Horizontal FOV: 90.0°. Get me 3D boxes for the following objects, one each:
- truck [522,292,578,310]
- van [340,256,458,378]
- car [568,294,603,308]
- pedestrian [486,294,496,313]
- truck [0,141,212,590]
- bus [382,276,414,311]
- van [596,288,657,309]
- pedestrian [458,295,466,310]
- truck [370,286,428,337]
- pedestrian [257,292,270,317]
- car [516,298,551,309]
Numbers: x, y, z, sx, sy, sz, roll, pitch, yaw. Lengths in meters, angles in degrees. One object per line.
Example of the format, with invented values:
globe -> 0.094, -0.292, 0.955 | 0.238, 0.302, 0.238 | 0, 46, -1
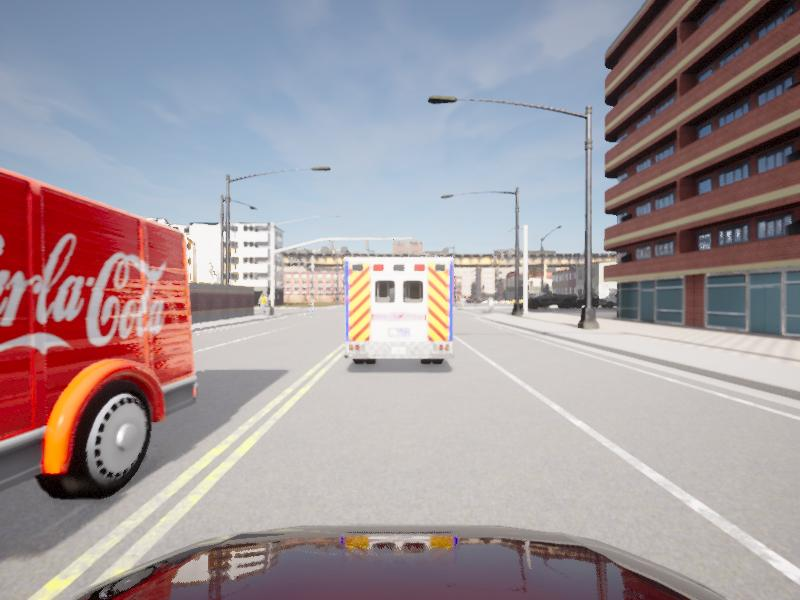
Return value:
truck -> 19.101, 0.130, 51.229 | 6.274, 2.098, 2.390 | -1, 0, 1
van -> -0.026, 0.322, 11.141 | 2.351, 2.431, 6.366 | 0, 0, 0
car -> 25.300, 0.129, 54.618 | 3.866, 1.878, 1.905 | -1, 0, 1
pedestrian -> 9.031, 0.386, 39.692 | 0.751, 1.860, 0.751 | 0, 0, -3
truck -> -3.512, 0.357, 2.072 | 2.627, 2.467, 5.204 | 0, 0, 0
bus -> -0.260, -0.833, 53.859 | 3.944, 4.253, 10.273 | 0, 0, 0
van -> 28.829, -0.181, 51.054 | 6.366, 2.431, 2.351 | -1, 0, 1
pedestrian -> 7.990, 0.328, 51.282 | 0.751, 1.860, 0.751 | 0, 0, -20
truck -> -0.046, 0.445, 19.381 | 2.390, 2.098, 6.274 | 0, 0, 0
pedestrian -> -10.555, 0.331, 30.977 | 0.751, 1.860, 0.751 | 0, 0, 7
car -> 18.190, 0.492, 54.747 | 4.181, 1.385, 1.994 | -1, 0, 1
